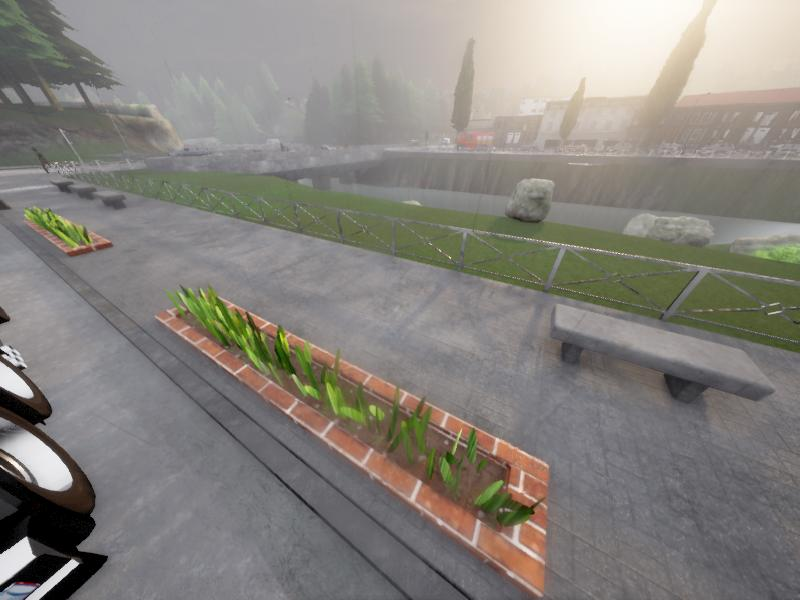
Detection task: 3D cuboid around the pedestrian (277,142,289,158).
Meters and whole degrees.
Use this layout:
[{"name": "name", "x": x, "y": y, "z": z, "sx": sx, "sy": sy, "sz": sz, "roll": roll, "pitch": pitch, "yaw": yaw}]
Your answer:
[{"name": "pedestrian", "x": -16.624, "y": -21.253, "z": 32.766, "sx": 0.751, "sy": 1.860, "sz": 0.751, "roll": 18, "pitch": 39, "yaw": 24}]

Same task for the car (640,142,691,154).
[{"name": "car", "x": 45.420, "y": -26.094, "z": 39.677, "sx": 5.238, "sy": 1.638, "sz": 1.930, "roll": 18, "pitch": 39, "yaw": 24}]

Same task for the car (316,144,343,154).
[{"name": "car", "x": -13.789, "y": -29.957, "z": 45.751, "sx": 2.038, "sy": 1.542, "sz": 4.974, "roll": 18, "pitch": 39, "yaw": 24}]

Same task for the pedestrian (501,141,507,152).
[{"name": "pedestrian", "x": 21.758, "y": -32.210, "z": 48.393, "sx": 0.751, "sy": 1.860, "sz": 0.751, "roll": 8, "pitch": 36, "yaw": 11}]

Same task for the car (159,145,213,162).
[{"name": "car", "x": -28.685, "y": -19.776, "z": 31.125, "sx": 2.242, "sy": 1.667, "sz": 4.611, "roll": 18, "pitch": 39, "yaw": 24}]

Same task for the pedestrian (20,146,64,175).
[{"name": "pedestrian", "x": -27.097, "y": -10.595, "z": 17.532, "sx": 0.751, "sy": 1.860, "sz": 0.751, "roll": 1, "pitch": 35, "yaw": 2}]

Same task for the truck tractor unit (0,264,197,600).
[{"name": "truck tractor unit", "x": -5.112, "y": -0.299, "z": 0.780, "sx": 6.516, "sy": 4.208, "sz": 3.053, "roll": 18, "pitch": 39, "yaw": 24}]

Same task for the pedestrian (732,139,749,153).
[{"name": "pedestrian", "x": 57.625, "y": -26.054, "z": 39.114, "sx": 0.751, "sy": 1.860, "sz": 0.751, "roll": 22, "pitch": 41, "yaw": 28}]

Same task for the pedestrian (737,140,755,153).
[{"name": "pedestrian", "x": 59.264, "y": -26.368, "z": 39.577, "sx": 0.751, "sy": 1.860, "sz": 0.751, "roll": 16, "pitch": 38, "yaw": 22}]

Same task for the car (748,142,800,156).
[{"name": "car", "x": 56.807, "y": -22.383, "z": 34.268, "sx": 5.238, "sy": 1.638, "sz": 1.930, "roll": 18, "pitch": 39, "yaw": 24}]

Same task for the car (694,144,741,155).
[{"name": "car", "x": 50.847, "y": -24.255, "z": 37.142, "sx": 3.806, "sy": 1.475, "sz": 1.970, "roll": 18, "pitch": 39, "yaw": 25}]

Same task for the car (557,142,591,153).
[{"name": "car", "x": 33.853, "y": -29.855, "z": 45.176, "sx": 5.027, "sy": 1.651, "sz": 2.152, "roll": 18, "pitch": 39, "yaw": 24}]

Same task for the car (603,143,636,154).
[{"name": "car", "x": 40.045, "y": -27.775, "z": 42.272, "sx": 3.806, "sy": 1.475, "sz": 1.970, "roll": 18, "pitch": 39, "yaw": 24}]

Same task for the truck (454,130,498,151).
[{"name": "truck", "x": 17.033, "y": -36.240, "z": 52.538, "sx": 8.468, "sy": 3.827, "sz": 2.891, "roll": 18, "pitch": 39, "yaw": 24}]

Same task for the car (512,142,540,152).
[{"name": "car", "x": 26.508, "y": -32.252, "z": 48.668, "sx": 4.856, "sy": 1.649, "sz": 2.033, "roll": 18, "pitch": 39, "yaw": 24}]
